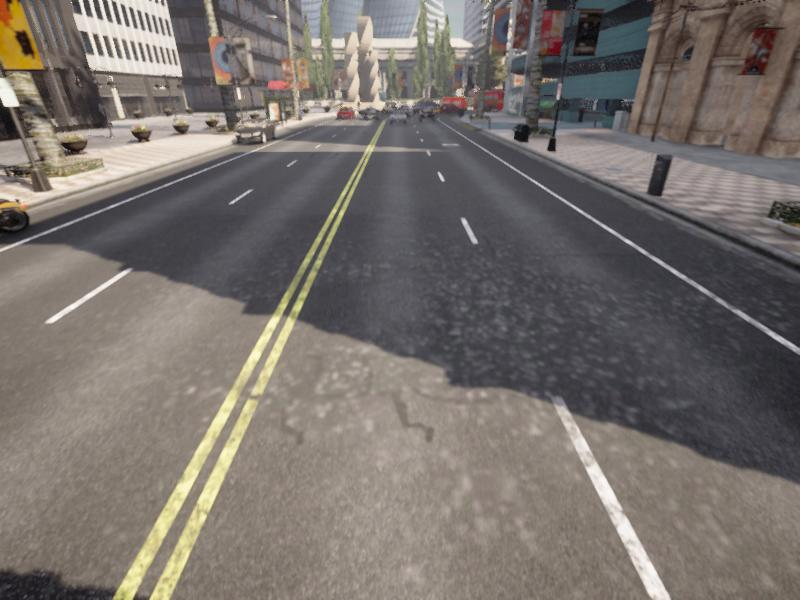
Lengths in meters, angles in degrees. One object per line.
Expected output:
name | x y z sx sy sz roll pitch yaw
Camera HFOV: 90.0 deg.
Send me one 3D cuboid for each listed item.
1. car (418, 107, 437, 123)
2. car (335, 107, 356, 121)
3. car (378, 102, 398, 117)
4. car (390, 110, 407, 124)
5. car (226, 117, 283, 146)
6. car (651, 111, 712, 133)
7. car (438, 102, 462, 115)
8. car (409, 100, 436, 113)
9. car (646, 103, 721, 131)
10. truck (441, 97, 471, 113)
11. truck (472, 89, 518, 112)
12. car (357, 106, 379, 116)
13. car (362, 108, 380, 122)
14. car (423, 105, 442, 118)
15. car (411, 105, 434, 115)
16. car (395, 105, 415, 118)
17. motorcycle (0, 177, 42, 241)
car | 3.331 -22.996 49.627 2.128 1.511 4.902 0 27 1
car | -7.101 -24.498 52.596 1.882 1.535 5.008 1 27 2
car | -1.774 -29.608 62.124 1.905 1.878 3.866 8 28 16
car | -0.205 -21.693 47.356 1.895 1.301 4.718 0 27 0
car | -10.219 -12.143 28.614 2.231 1.521 4.892 0 27 0
car | 24.649 -15.788 35.294 2.007 1.523 4.514 0 27 0
car | 8.437 -32.121 67.018 2.097 1.767 4.553 16 31 29
car | 4.154 -35.043 72.455 2.150 2.045 5.566 18 33 32
car | 24.647 -16.164 35.167 2.435 2.045 5.566 0 27 0
truck | 10.462 -36.192 74.165 5.204 2.467 2.627 -23 35 -37
truck | 17.958 -37.633 75.420 8.468 3.827 2.891 -16 31 -28
car | -5.002 -29.980 63.488 1.895 1.301 4.718 8 28 16
car | -3.651 -23.752 51.223 1.812 1.442 4.674 0 27 1
car | 4.895 -28.285 59.815 1.801 1.575 5.366 8 28 15
car | 3.770 -31.351 66.084 1.895 1.301 4.718 14 30 25
car | 0.800 -27.220 57.829 2.038 1.542 4.974 5 27 10
motorcycle | -9.980 -1.930 9.106 0.764 1.277 2.356 14 31 26
